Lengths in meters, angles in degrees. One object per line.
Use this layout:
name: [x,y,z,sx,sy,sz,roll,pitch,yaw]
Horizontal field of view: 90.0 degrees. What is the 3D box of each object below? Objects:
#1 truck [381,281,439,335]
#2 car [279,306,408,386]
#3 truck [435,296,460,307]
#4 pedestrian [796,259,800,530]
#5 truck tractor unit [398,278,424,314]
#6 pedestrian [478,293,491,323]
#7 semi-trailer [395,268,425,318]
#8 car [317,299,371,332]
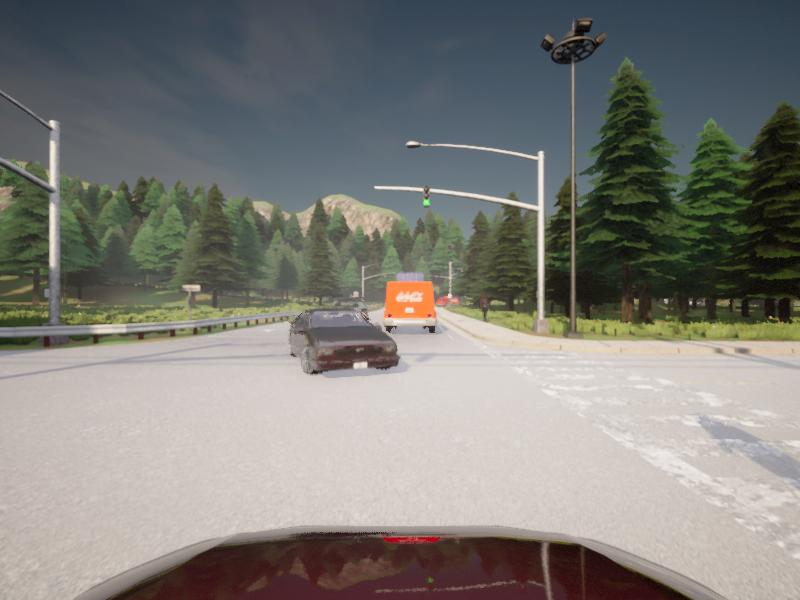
truck: [0.513,0.363,20.851,2.627,2.467,5.204,0,0,1]
car: [-1.797,0.915,10.398,2.033,1.411,5.357,0,0,-23]
truck: [10.824,0.392,91.241,5.204,2.467,2.627,0,0,-35]
pedestrian: [3.234,0.648,2.583,0.751,1.860,0.751,0,0,-26]
truck tractor unit: [1.486,-0.482,50.689,3.053,4.208,6.516,0,0,3]
pedestrian: [5.319,0.495,25.096,0.751,1.860,0.751,0,0,9]
semi-trailer: [1.165,-0.601,42.776,2.717,4.402,14.254,0,0,2]
car: [-2.955,0.764,22.117,2.242,1.667,4.611,0,0,1]
